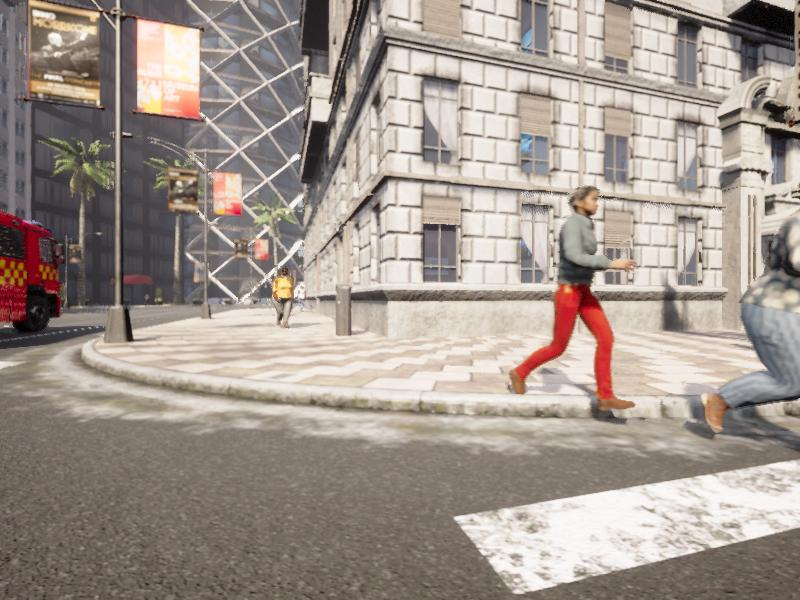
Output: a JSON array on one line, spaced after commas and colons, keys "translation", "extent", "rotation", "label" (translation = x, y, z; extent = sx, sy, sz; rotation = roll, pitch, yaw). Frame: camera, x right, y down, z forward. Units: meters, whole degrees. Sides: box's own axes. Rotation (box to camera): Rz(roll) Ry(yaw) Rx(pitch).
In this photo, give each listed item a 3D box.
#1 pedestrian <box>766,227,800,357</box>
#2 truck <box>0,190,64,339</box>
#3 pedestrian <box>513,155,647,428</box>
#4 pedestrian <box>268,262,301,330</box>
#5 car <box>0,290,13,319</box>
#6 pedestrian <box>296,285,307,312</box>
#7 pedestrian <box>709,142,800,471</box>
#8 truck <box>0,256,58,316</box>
[{"translation": [6.015, -0.114, 5.869], "extent": [0.751, 1.860, 0.751], "rotation": [0, 0, -29], "label": "pedestrian"}, {"translation": [-11.542, -0.917, 9.479], "extent": [2.891, 3.827, 8.468], "rotation": [0, 0, -21], "label": "truck"}, {"translation": [1.458, -0.061, 3.256], "extent": [0.751, 1.860, 0.751], "rotation": [0, 0, -41], "label": "pedestrian"}, {"translation": [-3.348, -0.112, 11.576], "extent": [0.751, 1.860, 0.751], "rotation": [0, 0, -33], "label": "pedestrian"}, {"translation": [-21.635, 0.236, 19.553], "extent": [2.007, 1.525, 4.514], "rotation": [0, 0, -16], "label": "car"}, {"translation": [-6.717, -0.108, 27.279], "extent": [0.751, 1.860, 0.751], "rotation": [0, 0, -16], "label": "pedestrian"}, {"translation": [2.541, 0.038, 2.516], "extent": [0.751, 1.860, 0.751], "rotation": [0, 0, -34], "label": "pedestrian"}, {"translation": [-27.207, -0.911, 26.776], "extent": [2.891, 3.827, 8.468], "rotation": [0, 0, -12], "label": "truck"}]
